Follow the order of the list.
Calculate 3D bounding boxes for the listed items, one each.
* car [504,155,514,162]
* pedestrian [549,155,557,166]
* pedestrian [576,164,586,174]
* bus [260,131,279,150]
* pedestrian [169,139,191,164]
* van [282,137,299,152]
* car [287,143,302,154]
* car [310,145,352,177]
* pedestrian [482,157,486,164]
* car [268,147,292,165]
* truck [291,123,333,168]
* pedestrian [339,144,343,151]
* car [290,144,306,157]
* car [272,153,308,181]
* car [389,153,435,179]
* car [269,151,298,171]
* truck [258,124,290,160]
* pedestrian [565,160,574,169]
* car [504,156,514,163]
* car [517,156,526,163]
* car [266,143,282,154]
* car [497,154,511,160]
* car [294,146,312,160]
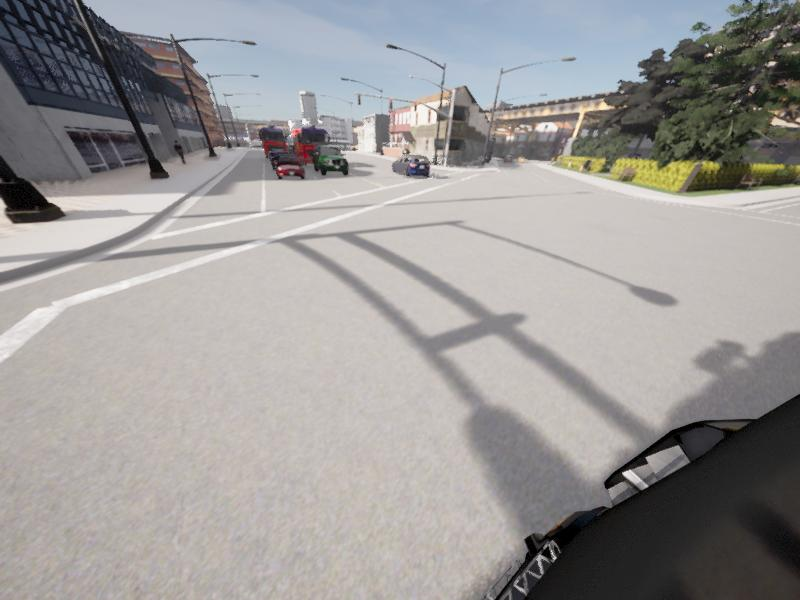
[{"bbox_3d":[29.690,-38.500,63.014,1.970,1.475,3.806,13,35,16],"label":"car"},{"bbox_3d":[33.076,-30.167,49.898,0.751,1.860,0.751,12,35,15],"label":"pedestrian"},{"bbox_3d":[23.818,-17.274,30.402,0.500,1.100,0.500,15,35,18],"label":"pedestrian"},{"bbox_3d":[-40.478,-49.295,71.653,3.944,4.253,10.273,-13,35,-22],"label":"bus"},{"bbox_3d":[-19.671,-13.254,20.670,0.751,1.860,0.751,-24,41,-34],"label":"pedestrian"},{"bbox_3d":[-23.031,-32.673,48.520,2.351,2.431,6.366,-13,37,-22],"label":"van"},{"bbox_3d":[-19.869,-28.471,43.398,1.970,1.475,3.806,-13,38,-22],"label":"car"},{"bbox_3d":[-6.137,-12.217,20.177,2.150,2.045,5.566,-13,37,-22],"label":"car"},{"bbox_3d":[16.287,-27.096,44.840,0.500,1.100,0.500,14,35,17],"label":"pedestrian"},{"bbox_3d":[-14.293,-17.112,27.344,2.038,1.542,4.974,-13,37,-22],"label":"car"},{"bbox_3d":[-10.573,-18.305,27.337,2.891,3.827,8.468,-13,37,-22],"label":"truck"},{"bbox_3d":[-19.926,-51.458,77.992,0.751,1.860,0.751,-8,35,-16],"label":"pedestrian"},{"bbox_3d":[-17.182,-25.188,38.868,1.816,1.474,4.193,-13,38,-22],"label":"car"},{"bbox_3d":[-8.189,-9.876,17.035,1.816,1.474,4.193,-13,37,-22],"label":"car"},{"bbox_3d":[0.955,-12.461,21.377,2.242,1.667,4.611,-13,37,-22],"label":"car"},{"bbox_3d":[-11.286,-13.444,22.301,1.994,1.385,4.181,-13,37,-21],"label":"car"},{"bbox_3d":[-18.126,-22.761,33.237,2.891,3.827,8.468,-13,38,-22],"label":"truck"},{"bbox_3d":[28.742,-22.920,39.118,0.751,1.300,0.751,16,36,20],"label":"pedestrian"},{"bbox_3d":[27.542,-35.581,58.441,1.970,1.475,3.806,13,35,16],"label":"car"},{"bbox_3d":[33.268,-38.546,63.213,1.801,1.575,5.366,15,35,18],"label":"car"},{"bbox_3d":[-21.976,-26.395,40.312,1.994,1.385,4.181,-14,38,-23],"label":"car"},{"bbox_3d":[37.337,-51.281,82.918,1.816,1.474,4.193,-13,36,-22],"label":"car"},{"bbox_3d":[-14.457,-21.879,34.356,1.812,1.442,4.674,-13,38,-22],"label":"car"}]
